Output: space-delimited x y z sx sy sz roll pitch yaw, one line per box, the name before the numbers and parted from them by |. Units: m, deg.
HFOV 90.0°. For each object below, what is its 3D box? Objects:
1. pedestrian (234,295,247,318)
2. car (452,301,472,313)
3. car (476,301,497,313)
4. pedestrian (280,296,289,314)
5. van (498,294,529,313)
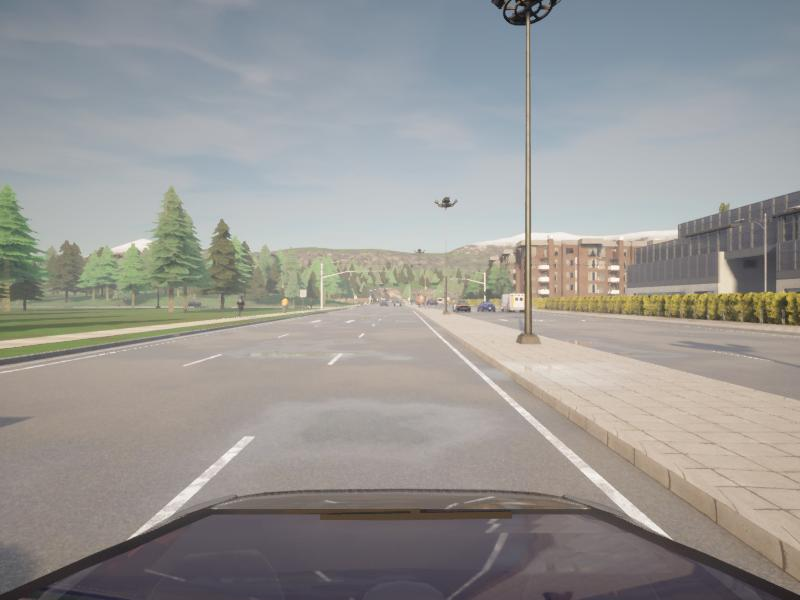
pedestrian | -12.655 0.513 31.796 0.751 1.860 0.751 0 0 2
car | 8.250 0.874 53.841 2.038 1.542 4.974 0 0 1
car | 11.755 0.918 54.568 1.812 1.442 4.674 0 0 0
pedestrian | -12.393 0.523 43.013 0.751 1.860 0.751 0 0 2
van | 15.255 0.426 54.148 2.351 2.431 6.366 0 0 0
